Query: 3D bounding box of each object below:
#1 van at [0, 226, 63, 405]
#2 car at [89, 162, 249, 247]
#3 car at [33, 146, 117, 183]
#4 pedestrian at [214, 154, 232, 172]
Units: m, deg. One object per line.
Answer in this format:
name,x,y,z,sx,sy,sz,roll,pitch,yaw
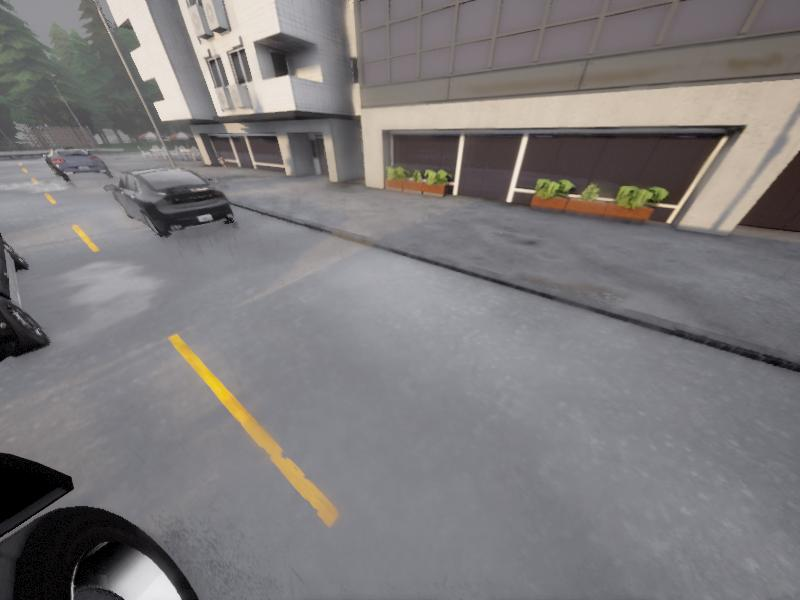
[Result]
van,-6.835,-0.674,2.615,5.915,2.561,1.988,22,40,28
car,-7.077,-3.157,7.035,4.892,1.490,1.837,22,41,28
car,-20.937,-8.850,14.891,5.027,1.651,2.152,22,41,28
pedestrian,-13.114,-10.178,17.112,0.500,1.100,0.500,11,37,15
